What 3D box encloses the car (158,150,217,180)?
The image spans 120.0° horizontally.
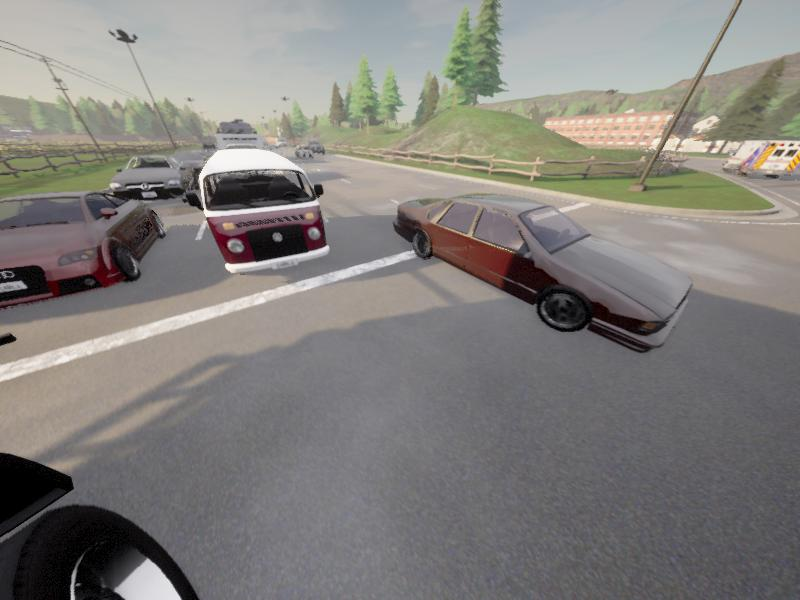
[{"bbox_3d":[-14.994,-9.851,16.630,2.163,1.488,4.792,-18,39,-24],"label":"car"}]

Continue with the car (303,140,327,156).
[{"bbox_3d":[-14.292,-25.502,38.671,2.150,2.045,5.566,-18,39,-24],"label":"car"}]

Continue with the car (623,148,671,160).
[{"bbox_3d":[40.072,-23.823,37.684,2.033,1.411,5.357,-1,35,-3],"label":"car"}]

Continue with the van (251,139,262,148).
[{"bbox_3d":[-38.841,-42.159,62.309,1.775,1.987,4.442,-18,39,-24],"label":"van"}]

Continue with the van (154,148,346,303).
[{"bbox_3d":[-3.124,-2.193,5.307,2.069,2.038,4.480,-18,39,-25],"label":"van"}]

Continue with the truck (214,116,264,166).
[{"bbox_3d":[-17.467,-17.343,25.317,2.891,3.827,8.468,-18,39,-24],"label":"truck"}]

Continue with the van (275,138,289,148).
[{"bbox_3d":[-34.585,-46.116,67.678,2.351,2.431,6.366,-18,39,-24],"label":"van"}]

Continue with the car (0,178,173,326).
[{"bbox_3d":[-6.560,-1.325,4.590,1.994,1.385,4.181,-18,39,-25],"label":"car"}]

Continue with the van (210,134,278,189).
[{"bbox_3d":[-9.664,-8.894,14.508,2.351,2.431,6.366,-18,39,-24],"label":"van"}]

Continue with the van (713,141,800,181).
[{"bbox_3d":[29.823,-11.707,19.179,2.351,2.431,6.366,22,40,27],"label":"van"}]

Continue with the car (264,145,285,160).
[{"bbox_3d":[-16.600,-19.552,30.523,1.845,1.501,3.633,-18,39,-24],"label":"car"}]

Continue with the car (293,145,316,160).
[{"bbox_3d":[-12.887,-19.817,31.010,1.970,1.475,3.806,-18,39,-24],"label":"car"}]

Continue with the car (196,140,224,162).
[{"bbox_3d":[-23.568,-18.674,28.819,1.932,1.855,4.605,-18,42,-24],"label":"car"}]

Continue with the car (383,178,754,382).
[{"bbox_3d":[1.988,-1.213,4.543,2.033,1.411,5.357,-22,41,-29],"label":"car"}]

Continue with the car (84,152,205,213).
[{"bbox_3d":[-10.504,-5.385,10.148,2.152,1.651,5.027,-18,39,-24],"label":"car"}]

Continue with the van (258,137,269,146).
[{"bbox_3d":[-48.761,-56.373,82.216,2.351,2.431,6.366,-18,39,-24],"label":"van"}]
